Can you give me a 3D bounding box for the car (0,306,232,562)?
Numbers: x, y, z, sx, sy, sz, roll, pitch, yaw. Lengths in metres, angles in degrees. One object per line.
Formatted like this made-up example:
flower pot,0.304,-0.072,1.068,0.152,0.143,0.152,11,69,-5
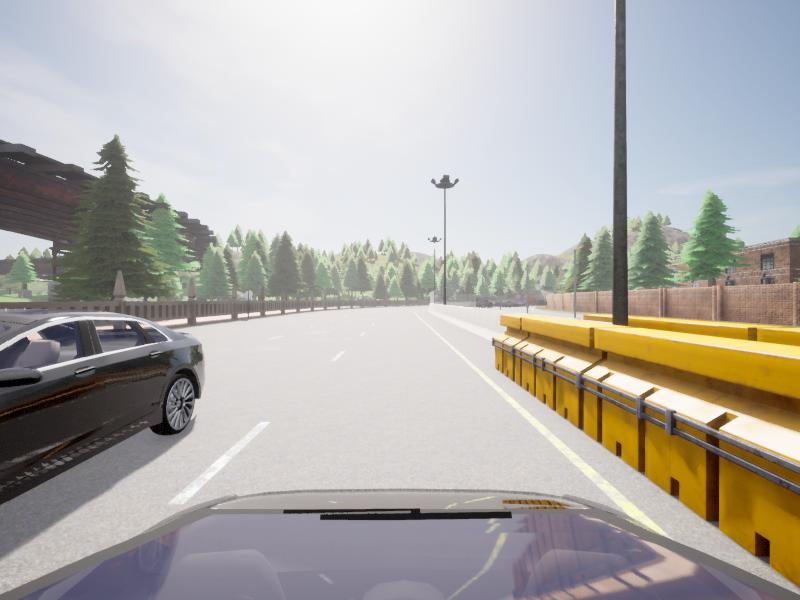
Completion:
car,-3.500,0.837,3.363,2.128,1.511,4.902,0,0,0
